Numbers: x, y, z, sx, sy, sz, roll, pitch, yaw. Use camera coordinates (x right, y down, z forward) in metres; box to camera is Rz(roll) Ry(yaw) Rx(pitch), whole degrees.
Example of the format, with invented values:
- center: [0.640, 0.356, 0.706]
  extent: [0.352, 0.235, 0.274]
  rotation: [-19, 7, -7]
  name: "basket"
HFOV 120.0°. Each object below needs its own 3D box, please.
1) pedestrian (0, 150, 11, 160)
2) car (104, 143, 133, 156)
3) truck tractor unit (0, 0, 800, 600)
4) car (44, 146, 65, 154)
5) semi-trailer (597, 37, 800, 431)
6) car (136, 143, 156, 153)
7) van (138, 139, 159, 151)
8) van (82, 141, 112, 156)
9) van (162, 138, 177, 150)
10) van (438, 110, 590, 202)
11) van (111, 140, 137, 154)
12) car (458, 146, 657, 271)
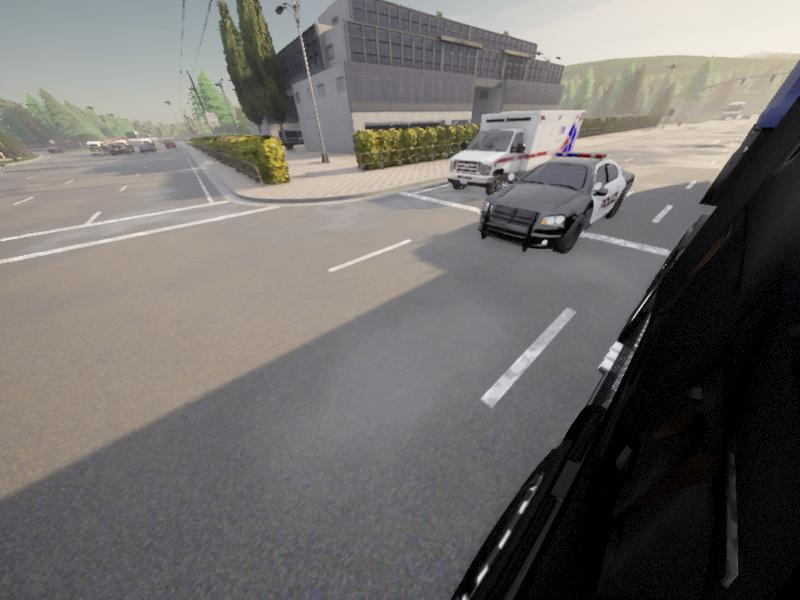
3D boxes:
- center: [-66.842, -24.396, 38.842]
  extent: [0.751, 1.300, 0.751]
  rotation: [-27, 43, -29]
  name: "pedestrian"
- center: [-49.487, -26.569, 40.675]
  extent: [2.242, 1.667, 4.611]
  rotation: [-27, 43, -29]
  name: "car"
- center: [2.645, -0.295, 0.351]
  extent: [6.516, 4.208, 3.053]
  rotation: [-28, 44, -30]
  name: "truck tractor unit"
- center: [-82.884, -35.949, 55.375]
  extent: [4.674, 1.442, 1.812]
  rotation: [19, 42, 26]
  name: "car"
- center: [8.727, -3.588, 4.197]
  extent: [14.254, 4.402, 2.717]
  rotation: [-28, 44, -29]
  name: "semi-trailer"
- center: [-48.117, -28.857, 43.846]
  extent: [1.994, 1.385, 4.181]
  rotation: [-27, 43, -29]
  name: "car"
- center: [-53.385, -32.940, 49.062]
  extent: [2.069, 2.038, 4.480]
  rotation: [-27, 43, -29]
  name: "van"
- center: [-56.386, -28.360, 43.154]
  extent: [2.069, 2.038, 4.480]
  rotation: [-27, 43, -29]
  name: "van"
- center: [-52.325, -35.534, 52.485]
  extent: [1.775, 1.987, 4.442]
  rotation: [-27, 43, -29]
  name: "van"
- center: [4.730, -6.139, 9.493]
  extent: [6.366, 2.431, 2.351]
  rotation: [-27, 43, -29]
  name: "van"
- center: [-54.482, -30.357, 45.693]
  extent: [2.069, 2.038, 4.480]
  rotation: [-27, 43, -29]
  name: "van"
- center: [3.891, -2.608, 5.600]
  extent: [4.974, 1.542, 2.038]
  rotation: [-28, 44, -30]
  name: "car"
